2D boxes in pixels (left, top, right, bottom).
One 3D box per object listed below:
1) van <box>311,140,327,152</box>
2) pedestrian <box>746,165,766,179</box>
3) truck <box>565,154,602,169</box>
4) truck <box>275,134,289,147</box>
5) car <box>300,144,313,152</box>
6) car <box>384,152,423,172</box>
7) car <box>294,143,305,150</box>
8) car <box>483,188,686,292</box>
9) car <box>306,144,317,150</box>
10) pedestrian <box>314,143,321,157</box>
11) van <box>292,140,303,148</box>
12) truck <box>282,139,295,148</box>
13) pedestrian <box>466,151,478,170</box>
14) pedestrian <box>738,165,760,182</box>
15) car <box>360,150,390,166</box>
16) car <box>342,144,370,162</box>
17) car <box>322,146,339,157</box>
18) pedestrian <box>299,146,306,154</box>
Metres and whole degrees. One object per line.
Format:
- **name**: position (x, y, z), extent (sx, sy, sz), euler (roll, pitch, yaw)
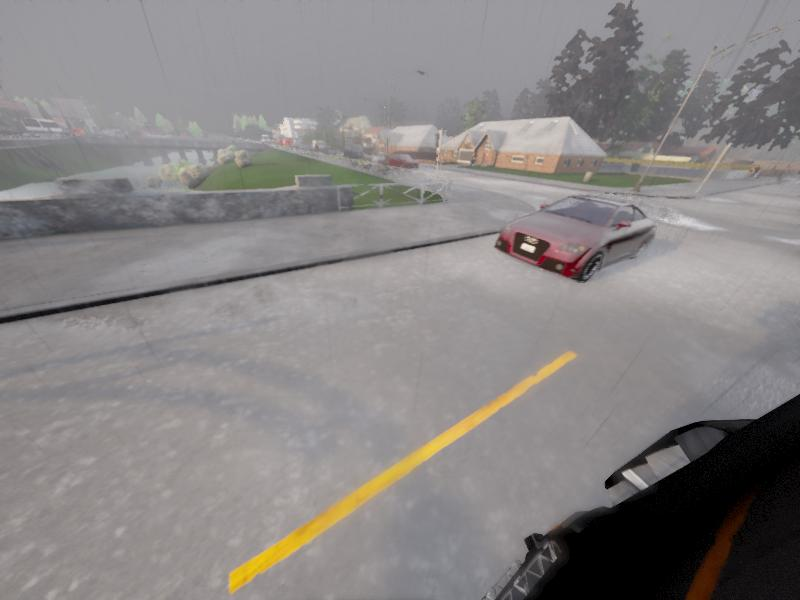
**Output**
- **van**: position (-22.388, -42.325, 63.461), extent (2.351, 2.431, 6.366), euler (-16, 38, -26)
- **pedestrian**: position (57.260, -20.597, 37.201), extent (0.751, 1.860, 0.751), euler (-9, 36, -17)
- **truck**: position (33.193, -25.139, 41.925), extent (2.069, 2.038, 4.478), euler (-16, 38, -26)
- **truck**: position (-45.949, -61.952, 89.830), extent (2.891, 3.827, 8.468), euler (-16, 38, -26)
- **car**: position (-24.079, -39.201, 59.415), extent (2.038, 1.542, 4.974), euler (-16, 38, -26)
- **car**: position (0.242, -14.993, 25.031), extent (1.882, 1.535, 5.008), euler (-16, 38, -25)
- **car**: position (-28.738, -43.831, 66.020), extent (1.789, 1.549, 3.705), euler (-16, 38, -26)
- **car**: position (4.428, -1.738, 5.638), extent (4.181, 1.385, 1.994), euler (-16, 38, -26)
- **car**: position (-26.804, -46.303, 69.945), extent (1.816, 1.474, 4.193), euler (-16, 38, -26)
- **pedestrian**: position (-13.797, -25.114, 38.613), extent (0.751, 1.860, 0.751), euler (-16, 38, -26)
- **van**: position (-38.333, -58.203, 86.046), extent (2.351, 2.431, 6.366), euler (-16, 38, -26)
- **truck**: position (-38.478, -53.925, 79.592), extent (2.627, 2.467, 5.204), euler (-16, 38, -26)
- **pedestrian**: position (8.765, -16.927, 28.050), extent (0.751, 1.860, 0.751), euler (-16, 38, -26)
- **pedestrian**: position (46.354, -16.789, 30.686), extent (0.751, 1.860, 0.751), euler (-15, 37, -24)
- **car**: position (-3.308, -18.489, 30.010), extent (2.007, 1.525, 4.514), euler (-16, 38, -26)
- **car**: position (-6.677, -22.070, 34.652), extent (2.150, 2.045, 5.566), euler (-16, 38, -26)
- **car**: position (-13.191, -28.365, 43.988), extent (1.851, 1.617, 3.988), euler (-16, 38, -26)
- **pedestrian**: position (-18.157, -28.018, 43.138), extent (0.751, 1.300, 0.751), euler (28, 41, 32)
